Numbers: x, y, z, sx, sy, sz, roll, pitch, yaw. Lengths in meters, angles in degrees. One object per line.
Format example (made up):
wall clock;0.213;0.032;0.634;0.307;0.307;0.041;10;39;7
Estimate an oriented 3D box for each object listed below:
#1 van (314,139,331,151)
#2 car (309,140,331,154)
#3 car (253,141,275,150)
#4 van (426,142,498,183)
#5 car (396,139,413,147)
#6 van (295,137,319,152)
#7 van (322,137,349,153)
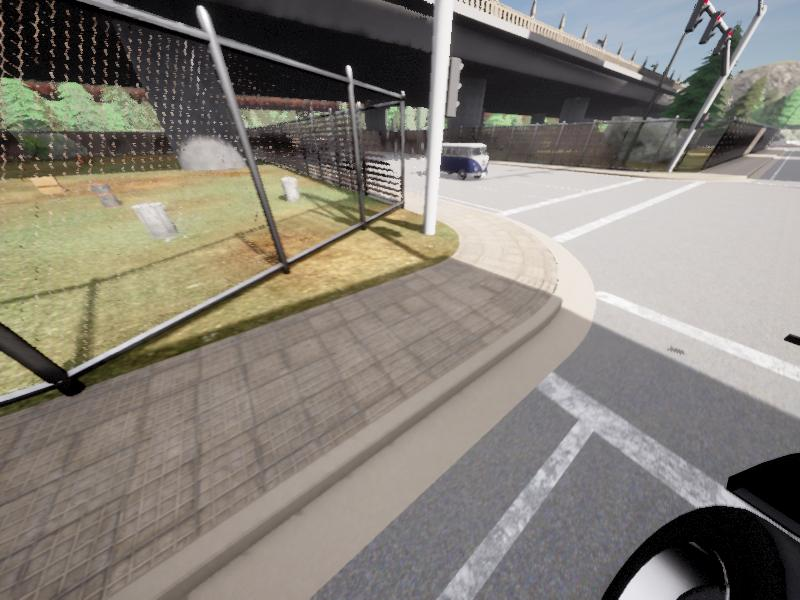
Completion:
van;-16.629;-33.103;49.344;1.775;1.987;4.442;-22;41;-28
car;-14.585;-27.887;42.028;1.932;1.855;4.605;-22;41;-28
car;-33.448;-38.020;56.811;3.988;1.617;1.851;-8;36;-11
van;3.910;-9.338;15.513;1.775;1.987;4.442;-22;41;-28
car;1.314;-47.288;69.538;4.553;1.767;2.097;-22;41;-28
van;-18.934;-31.662;46.930;2.351;2.431;6.366;-22;41;-28
van;-12.465;-29.889;44.378;2.351;2.431;6.366;-22;41;-28
